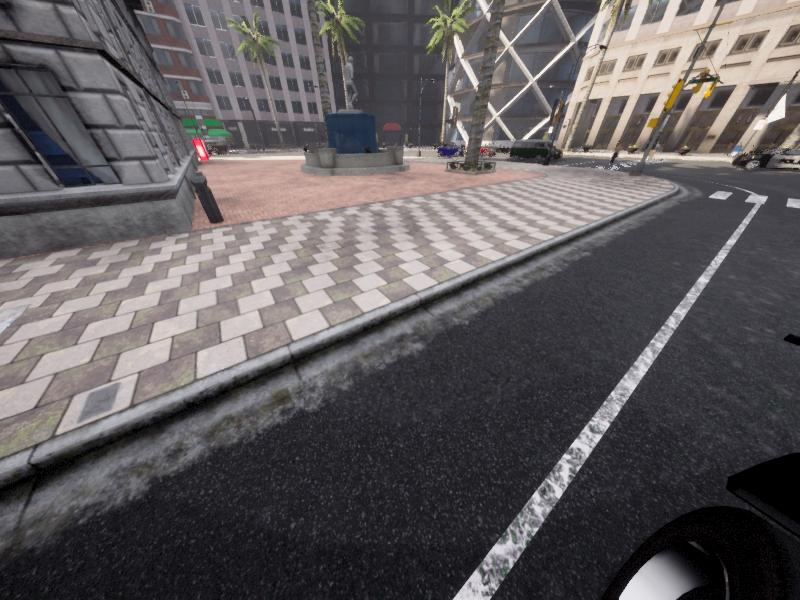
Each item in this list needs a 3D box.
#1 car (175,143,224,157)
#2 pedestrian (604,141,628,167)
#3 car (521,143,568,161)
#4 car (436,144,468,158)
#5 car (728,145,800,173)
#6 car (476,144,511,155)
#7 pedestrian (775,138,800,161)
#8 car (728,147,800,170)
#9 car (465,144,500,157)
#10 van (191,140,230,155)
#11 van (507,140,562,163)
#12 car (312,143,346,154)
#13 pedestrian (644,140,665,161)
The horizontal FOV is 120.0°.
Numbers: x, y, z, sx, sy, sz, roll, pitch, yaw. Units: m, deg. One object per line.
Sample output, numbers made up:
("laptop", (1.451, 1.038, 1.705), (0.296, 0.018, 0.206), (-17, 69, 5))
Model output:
("car", (-30.156, -22.769, 35.023), (5.238, 1.638, 1.930), (-18, 39, -23))
("pedestrian", (18.826, -12.694, 20.149), (0.751, 1.860, 0.751), (-27, 43, -33))
("car", (16.913, -17.430, 27.147), (1.851, 1.617, 3.988), (-25, 42, -30))
("car", (7.019, -20.293, 31.347), (3.633, 1.501, 1.845), (21, 40, 27))
("car", (29.660, -10.712, 17.492), (1.930, 1.638, 5.238), (-22, 40, -28))
("car", (15.011, -24.300, 37.184), (4.718, 1.301, 1.895), (26, 43, 32))
("pedestrian", (39.220, -15.150, 23.230), (0.751, 1.860, 0.751), (-21, 40, -27))
("car", (32.046, -12.172, 19.784), (1.994, 1.385, 4.181), (-22, 41, -28))
("car", (11.418, -20.804, 32.089), (3.806, 1.475, 1.970), (25, 42, 31))
("van", (-31.129, -25.126, 38.076), (4.442, 1.987, 1.775), (-18, 39, -23))
("van", (14.400, -16.141, 25.007), (1.775, 1.987, 4.442), (-24, 42, -30))
("car", (-11.782, -25.388, 38.725), (4.902, 1.511, 2.128), (-1, 35, -2))
("pedestrian", (27.463, -16.120, 24.952), (0.751, 1.860, 0.751), (27, 43, 33))
